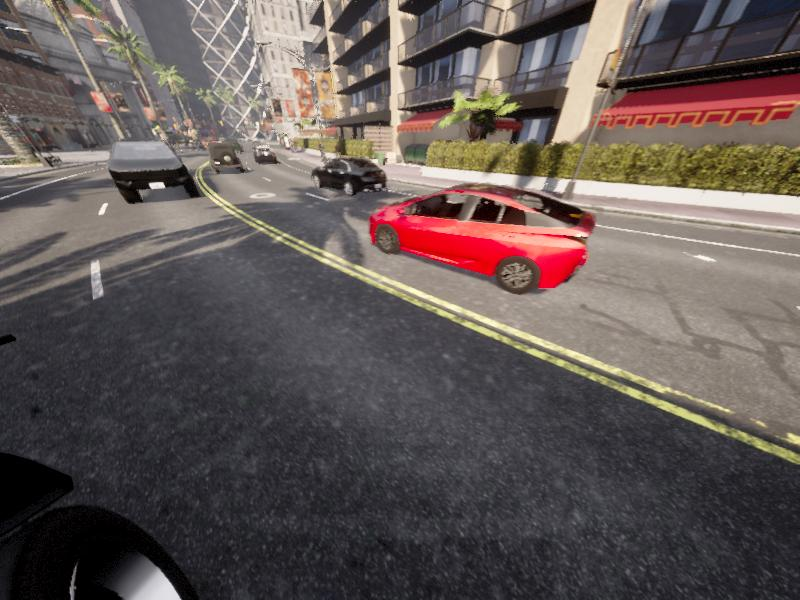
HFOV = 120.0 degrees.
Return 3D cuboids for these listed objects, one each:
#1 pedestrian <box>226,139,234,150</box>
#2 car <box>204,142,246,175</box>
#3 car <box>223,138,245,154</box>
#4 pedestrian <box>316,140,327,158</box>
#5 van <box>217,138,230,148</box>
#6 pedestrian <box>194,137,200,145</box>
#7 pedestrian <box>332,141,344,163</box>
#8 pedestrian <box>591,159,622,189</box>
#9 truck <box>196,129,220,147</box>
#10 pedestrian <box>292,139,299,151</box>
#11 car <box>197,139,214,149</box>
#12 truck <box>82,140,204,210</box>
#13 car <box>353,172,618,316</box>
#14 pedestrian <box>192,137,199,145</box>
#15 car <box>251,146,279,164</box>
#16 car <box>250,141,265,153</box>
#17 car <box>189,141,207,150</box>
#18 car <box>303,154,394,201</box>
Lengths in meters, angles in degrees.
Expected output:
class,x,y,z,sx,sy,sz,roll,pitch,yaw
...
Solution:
class,x,y,z,sx,sy,sz,roll,pitch,yaw
pedestrian,-35.998,-32.877,48.805,0.751,1.860,0.751,-18,39,-25
car,-13.549,-11.015,17.867,1.905,1.878,3.866,-21,40,-27
car,-28.657,-26.726,39.991,2.150,2.045,5.566,-15,38,-21
pedestrian,-9.709,-18.641,28.554,0.751,1.860,0.751,-17,39,-24
van,-44.016,-39.205,57.673,1.775,1.987,4.442,-16,38,-23
pedestrian,-63.058,-49.382,71.760,0.751,1.860,0.751,-6,36,-10
pedestrian,-6.195,-14.865,23.203,0.751,1.860,0.751,-17,39,-24
pedestrian,11.028,-6.760,12.374,0.751,1.300,0.751,25,42,31
truck,-50.866,-43.148,61.604,2.891,3.827,8.468,-16,38,-23
pedestrian,-19.680,-29.220,43.545,0.751,1.860,0.751,-16,38,-23
car,-45.931,-36.919,54.549,2.097,1.767,4.553,-16,38,-23
truck,-11.337,-6.088,10.670,2.390,2.098,6.274,-25,42,-31
car,1.397,-1.623,4.966,4.514,1.525,2.007,24,41,29
pedestrian,-63.203,-49.024,71.245,0.751,1.860,0.751,-2,35,-4
car,-14.464,-15.538,24.688,1.970,1.475,3.806,-18,39,-24
car,-26.441,-28.454,42.879,1.851,1.617,3.988,-17,38,-23
car,-40.850,-31.281,46.747,1.789,1.549,3.705,-16,38,-23
car,-2.694,-6.348,11.694,4.892,1.490,1.837,29,44,35
